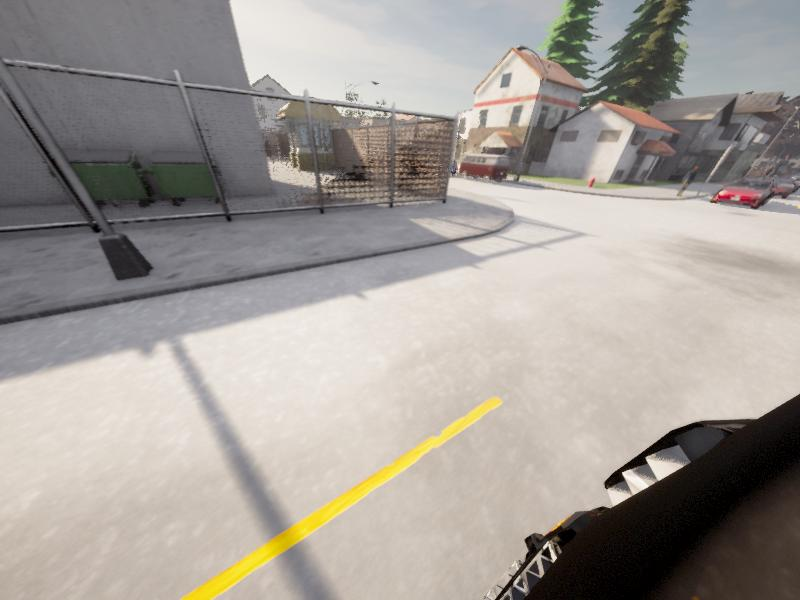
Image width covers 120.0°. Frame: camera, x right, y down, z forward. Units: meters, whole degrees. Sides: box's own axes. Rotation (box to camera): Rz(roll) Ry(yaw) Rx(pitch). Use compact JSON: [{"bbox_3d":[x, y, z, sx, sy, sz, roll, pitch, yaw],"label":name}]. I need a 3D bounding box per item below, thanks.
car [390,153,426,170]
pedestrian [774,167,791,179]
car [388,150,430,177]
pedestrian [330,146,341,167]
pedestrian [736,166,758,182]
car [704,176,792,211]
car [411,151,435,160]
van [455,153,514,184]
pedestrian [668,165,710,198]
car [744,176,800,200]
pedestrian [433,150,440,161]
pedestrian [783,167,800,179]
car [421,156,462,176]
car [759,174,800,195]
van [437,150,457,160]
[{"bbox_3d":[0.909,-17.223,28.703,2.163,1.488,4.792,-16,38,-26],"label":"car"},{"bbox_3d":[70.602,-23.445,42.629,0.751,1.860,0.751,-16,38,-26],"label":"pedestrian"},{"bbox_3d":[0.724,-13.300,22.404,1.932,1.855,4.605,-15,37,-24],"label":"car"},{"bbox_3d":[-6.877,-15.256,24.583,0.751,1.860,0.751,-16,38,-26],"label":"pedestrian"},{"bbox_3d":[47.740,-17.377,31.800,0.751,1.860,0.751,-16,38,-26],"label":"pedestrian"},{"bbox_3d":[21.369,-6.645,14.192,4.514,1.525,2.007,-16,38,-26],"label":"car"},{"bbox_3d":[5.344,-33.609,53.683,5.366,1.575,1.801,-17,38,-27],"label":"car"},{"bbox_3d":[7.057,-11.378,19.865,1.775,1.987,4.442,-16,38,-27],"label":"van"},{"bbox_3d":[19.367,-7.976,15.521,0.751,1.860,0.751,12,35,13],"label":"pedestrian"},{"bbox_3d":[31.188,-9.395,19.210,4.181,1.385,1.994,-17,38,-27],"label":"car"},{"bbox_3d":[7.249,-28.786,46.037,0.751,1.860,0.751,-16,38,-26],"label":"pedestrian"},{"bbox_3d":[73.240,-23.679,43.175,0.751,1.860,0.751,-11,36,-19],"label":"pedestrian"},{"bbox_3d":[4.166,-13.980,24.051,1.816,1.474,4.193,-16,38,-26],"label":"car"},{"bbox_3d":[36.339,-10.934,21.761,3.633,1.501,1.845,-16,38,-26],"label":"car"},{"bbox_3d":[11.577,-35.509,56.642,4.442,1.987,1.775,-16,38,-26],"label":"van"}]
